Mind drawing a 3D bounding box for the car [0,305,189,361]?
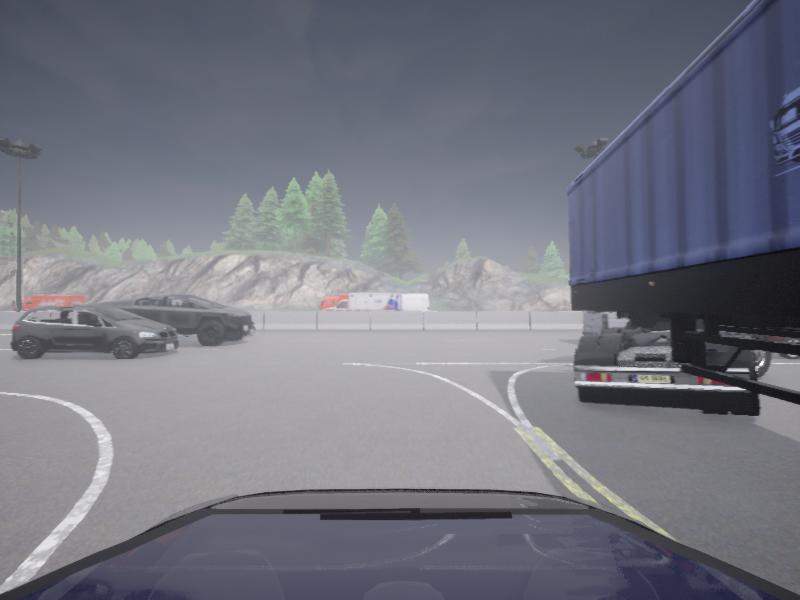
[{"bbox_3d":[-9.936,1.023,13.299,4.611,1.667,2.242,0,0,0],"label":"car"}]

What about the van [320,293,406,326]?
[{"bbox_3d":[-2.764,0.727,30.830,6.366,2.431,2.351,0,0,0],"label":"van"}]

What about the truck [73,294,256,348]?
[{"bbox_3d":[-9.600,0.828,16.803,6.274,2.098,2.390,0,0,0],"label":"truck"}]

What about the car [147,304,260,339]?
[{"bbox_3d":[-9.822,1.058,20.304,4.611,1.667,2.242,0,0,0],"label":"car"}]

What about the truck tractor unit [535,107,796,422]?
[{"bbox_3d":[5.920,-0.320,8.734,3.053,4.208,6.516,-8,-6,41],"label":"truck tractor unit"}]

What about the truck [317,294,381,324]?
[{"bbox_3d":[-4.264,0.728,34.322,5.204,2.467,2.627,0,0,0],"label":"truck"}]

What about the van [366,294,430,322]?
[{"bbox_3d":[-0.161,0.704,37.839,5.915,2.561,1.988,0,0,0],"label":"van"}]

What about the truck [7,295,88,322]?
[{"bbox_3d":[-33.194,0.747,37.862,5.204,2.467,2.627,0,1,-3],"label":"truck"}]

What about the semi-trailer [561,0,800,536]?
[{"bbox_3d":[3.959,-0.587,1.284,2.717,4.402,14.254,-1,-1,7],"label":"semi-trailer"}]
